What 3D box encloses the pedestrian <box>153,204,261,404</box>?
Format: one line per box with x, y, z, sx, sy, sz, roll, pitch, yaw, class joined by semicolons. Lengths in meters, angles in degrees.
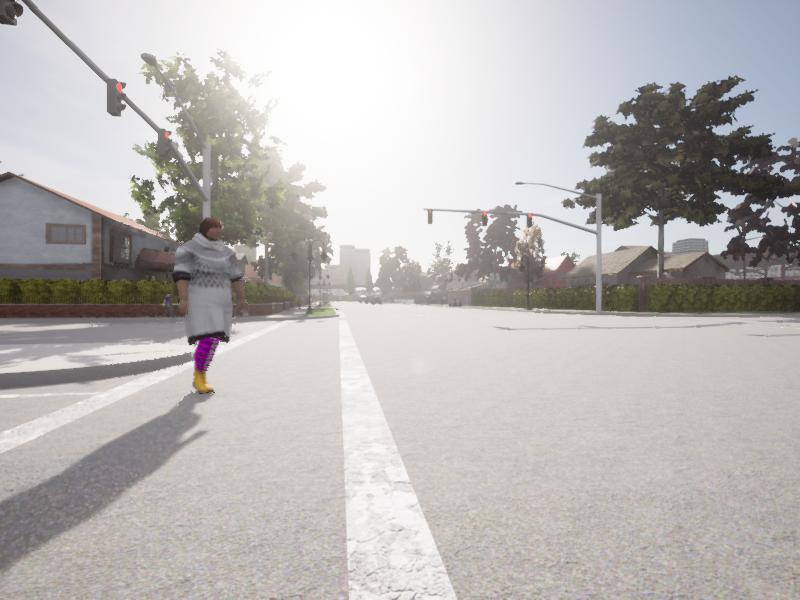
-2.030;0.037;4.241;0.751;1.860;0.751;0;0;33;pedestrian

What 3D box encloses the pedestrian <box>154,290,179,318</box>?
-11.026;0.165;18.898;0.751;1.300;0.751;0;0;-4;pedestrian

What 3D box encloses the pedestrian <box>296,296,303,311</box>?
-7.836;0.272;31.227;0.500;1.100;0.500;0;0;-9;pedestrian

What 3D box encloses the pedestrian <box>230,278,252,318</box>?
-7.564;-0.108;19.084;0.751;1.860;0.751;0;0;0;pedestrian

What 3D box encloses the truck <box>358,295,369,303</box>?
-10.112;-0.247;110.551;2.390;2.098;6.274;0;0;-10;truck
